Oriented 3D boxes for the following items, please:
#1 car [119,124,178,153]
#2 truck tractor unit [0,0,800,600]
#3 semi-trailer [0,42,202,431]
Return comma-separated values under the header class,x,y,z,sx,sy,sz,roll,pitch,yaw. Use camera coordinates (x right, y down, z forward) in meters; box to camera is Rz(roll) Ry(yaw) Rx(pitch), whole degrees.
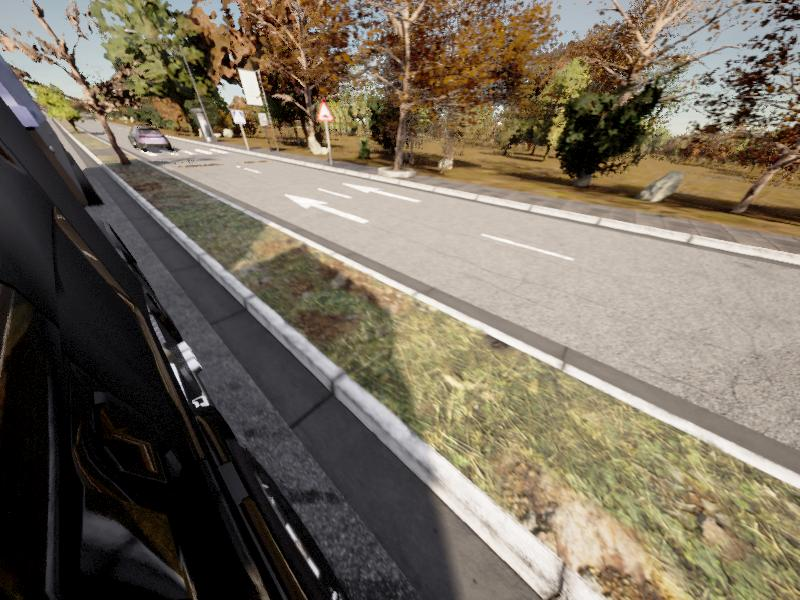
class,x,y,z,sx,sy,sz,roll,pitch,yaw
car,-20.450,-13.138,18.752,4.856,1.649,2.033,28,44,30
truck tractor unit,-2.645,-0.295,0.352,6.516,4.208,3.053,28,44,30
semi-trailer,-8.706,-3.580,4.251,14.254,4.402,2.717,28,44,30
